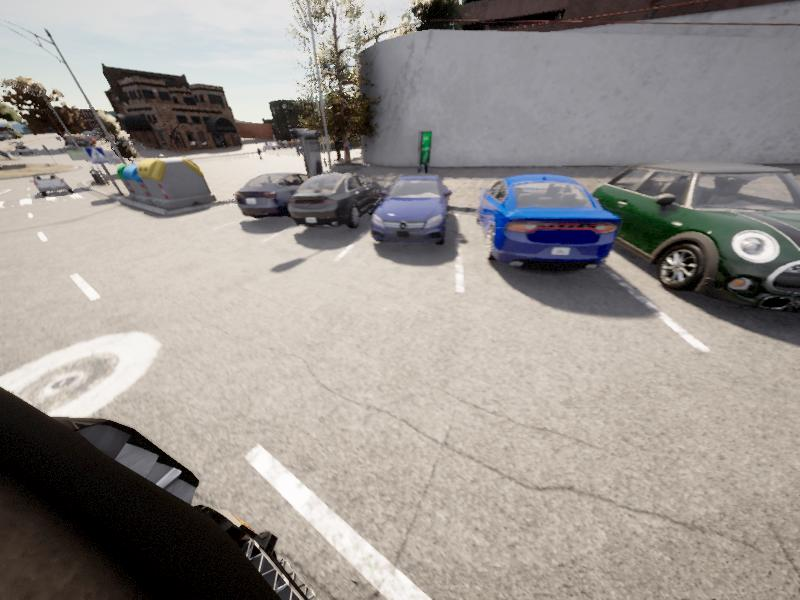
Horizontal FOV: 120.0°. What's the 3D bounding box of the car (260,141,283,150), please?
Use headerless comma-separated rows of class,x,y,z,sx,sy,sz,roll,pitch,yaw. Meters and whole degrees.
car,-30.233,-36.242,54.256,4.674,1.452,2.002,17,43,25

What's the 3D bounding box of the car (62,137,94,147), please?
car,-86.447,-42.567,62.125,4.442,1.987,1.878,-30,47,-35

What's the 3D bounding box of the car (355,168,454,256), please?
car,0.521,-2.973,7.001,2.002,1.452,4.674,5,34,11

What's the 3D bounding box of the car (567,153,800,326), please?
car,5.603,-1.634,4.329,2.185,1.767,4.553,4,34,10

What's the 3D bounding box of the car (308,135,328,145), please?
car,-21.226,-41.450,59.840,4.553,1.767,2.185,17,43,25

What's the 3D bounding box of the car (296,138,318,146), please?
car,-23.518,-40.074,58.538,4.792,1.488,2.163,17,43,25

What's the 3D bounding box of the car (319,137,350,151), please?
car,-13.400,-31.882,47.240,5.566,2.045,2.435,20,45,25

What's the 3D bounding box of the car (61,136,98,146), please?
car,-88.283,-43.860,63.710,5.566,2.045,2.435,-29,47,-35

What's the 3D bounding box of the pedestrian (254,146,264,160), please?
pedestrian,-23.613,-24.676,38.749,0.751,1.860,0.751,-24,43,-30

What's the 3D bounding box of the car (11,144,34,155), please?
car,-77.073,-30.830,47.247,3.988,1.617,1.851,27,43,29

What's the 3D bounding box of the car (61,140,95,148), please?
car,-82.489,-39.989,59.274,4.892,1.521,2.231,-30,47,-36

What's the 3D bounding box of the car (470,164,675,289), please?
car,3.048,-2.251,5.660,2.097,1.535,5.008,4,34,10

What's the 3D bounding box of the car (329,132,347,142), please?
car,-16.862,-44.108,62.684,4.442,1.987,1.878,17,43,25

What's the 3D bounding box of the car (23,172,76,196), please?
car,-29.605,-9.885,19.548,3.633,1.501,1.845,21,40,30

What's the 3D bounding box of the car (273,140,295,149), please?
car,-27.960,-37.516,55.665,4.792,1.488,2.163,17,43,25

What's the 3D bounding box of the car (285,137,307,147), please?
car,-25.723,-38.907,56.990,4.553,1.767,2.185,17,43,25

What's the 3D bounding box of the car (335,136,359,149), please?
car,-11.124,-33.137,48.679,4.442,1.987,1.878,20,45,25

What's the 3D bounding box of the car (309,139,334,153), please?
car,-15.620,-30.575,45.814,4.442,1.987,1.878,20,44,25

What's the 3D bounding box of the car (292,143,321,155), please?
car,-18.065,-29.191,44.623,5.008,1.535,2.097,20,44,25

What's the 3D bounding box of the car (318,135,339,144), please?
car,-18.998,-42.636,61.361,5.008,1.535,2.097,17,43,25

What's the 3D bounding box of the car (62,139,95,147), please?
car,-84.401,-41.325,60.745,4.553,1.767,2.185,-30,47,-35

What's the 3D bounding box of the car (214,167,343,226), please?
car,-4.509,-4.544,9.709,2.163,1.488,4.792,5,34,12

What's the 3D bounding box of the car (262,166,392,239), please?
car,-2.012,-3.769,8.308,2.231,1.521,4.892,5,34,11
